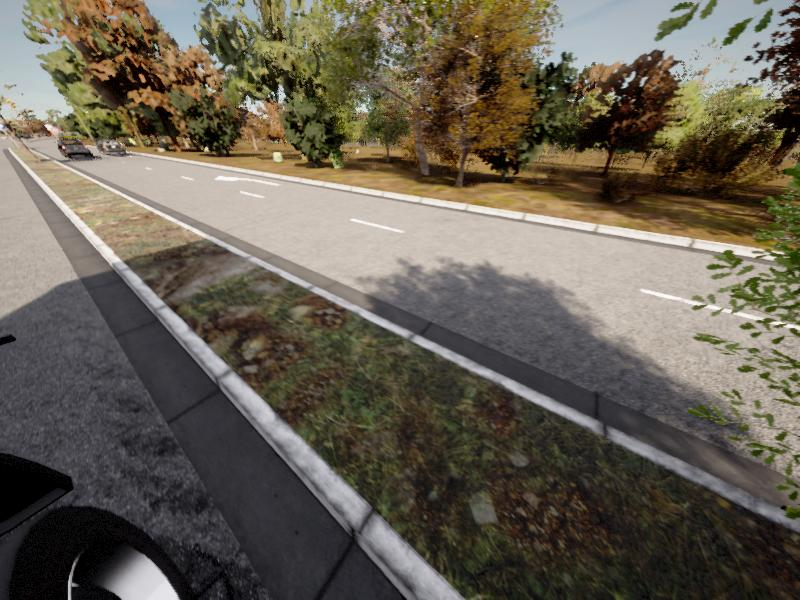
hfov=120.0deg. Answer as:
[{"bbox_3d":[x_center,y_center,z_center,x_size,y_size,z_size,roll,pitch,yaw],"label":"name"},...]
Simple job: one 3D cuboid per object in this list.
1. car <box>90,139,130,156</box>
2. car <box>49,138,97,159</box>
[{"bbox_3d":[-33.002,-17.395,26.290,3.705,1.549,1.789,23,41,27],"label":"car"},{"bbox_3d":[-32.875,-15.250,23.218,3.988,1.617,1.851,22,41,28],"label":"car"}]
